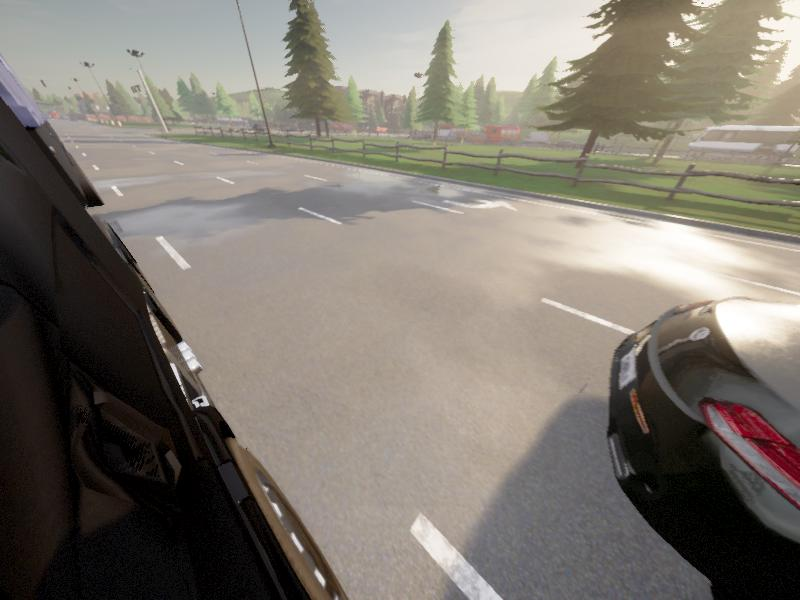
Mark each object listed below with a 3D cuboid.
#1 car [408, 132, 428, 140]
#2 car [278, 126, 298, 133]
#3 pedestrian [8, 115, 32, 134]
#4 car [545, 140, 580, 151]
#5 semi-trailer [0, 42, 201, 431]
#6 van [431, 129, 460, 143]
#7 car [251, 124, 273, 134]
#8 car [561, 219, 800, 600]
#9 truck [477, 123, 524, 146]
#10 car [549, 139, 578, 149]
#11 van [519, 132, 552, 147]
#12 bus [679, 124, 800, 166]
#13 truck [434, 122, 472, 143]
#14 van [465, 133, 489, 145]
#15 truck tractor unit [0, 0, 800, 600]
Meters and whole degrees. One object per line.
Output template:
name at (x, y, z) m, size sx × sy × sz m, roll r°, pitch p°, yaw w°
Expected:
car at (4.743, -42.942, 60.483) m, size 4.856 × 1.649 × 2.033 m, roll 28°, pitch 44°, yaw 30°
car at (-33.519, -51.079, 69.314) m, size 1.837 × 1.490 × 4.892 m, roll 28°, pitch 44°, yaw 30°
pedestrian at (-47.542, -22.002, 28.937) m, size 0.751 × 1.860 × 0.751 m, roll 25°, pitch 42°, yaw 27°
car at (30.522, -29.178, 43.544) m, size 4.892 × 1.490 × 1.837 m, roll 28°, pitch 44°, yaw 30°
semi-trailer at (-8.704, -3.578, 4.256) m, size 14.254 × 4.402 × 2.717 m, roll 28°, pitch 43°, yaw 30°
van at (10.903, -39.997, 56.198) m, size 6.366 × 2.431 × 2.351 m, roll 28°, pitch 44°, yaw 30°
car at (-33.046, -41.018, 55.456) m, size 1.905 × 1.878 × 3.866 m, roll 28°, pitch 44°, yaw 30°
car at (3.788, 1.448, 0.564) m, size 5.027 × 1.651 × 2.152 m, roll 28°, pitch 43°, yaw 30°
truck at (22.429, -37.173, 51.892) m, size 8.468 × 3.827 × 2.891 m, roll 28°, pitch 44°, yaw 30°
car at (33.666, -32.159, 47.715) m, size 4.514 × 1.525 × 2.007 m, roll 12°, pitch 37°, yaw 15°
van at (31.401, -37.349, 53.700) m, size 5.915 × 2.561 × 1.988 m, roll 28°, pitch 44°, yaw 30°
bus at (49.588, -22.805, 33.752) m, size 10.273 × 4.253 × 3.944 m, roll 28°, pitch 44°, yaw 30°
truck at (13.169, -42.098, 57.991) m, size 8.468 × 3.827 × 2.891 m, roll 28°, pitch 44°, yaw 30°
van at (17.245, -36.441, 52.145) m, size 4.442 × 1.987 × 1.775 m, roll 28°, pitch 44°, yaw 30°
truck tractor unit at (-2.645, -0.295, 0.351) m, size 6.516 × 4.208 × 3.053 m, roll 28°, pitch 44°, yaw 30°
